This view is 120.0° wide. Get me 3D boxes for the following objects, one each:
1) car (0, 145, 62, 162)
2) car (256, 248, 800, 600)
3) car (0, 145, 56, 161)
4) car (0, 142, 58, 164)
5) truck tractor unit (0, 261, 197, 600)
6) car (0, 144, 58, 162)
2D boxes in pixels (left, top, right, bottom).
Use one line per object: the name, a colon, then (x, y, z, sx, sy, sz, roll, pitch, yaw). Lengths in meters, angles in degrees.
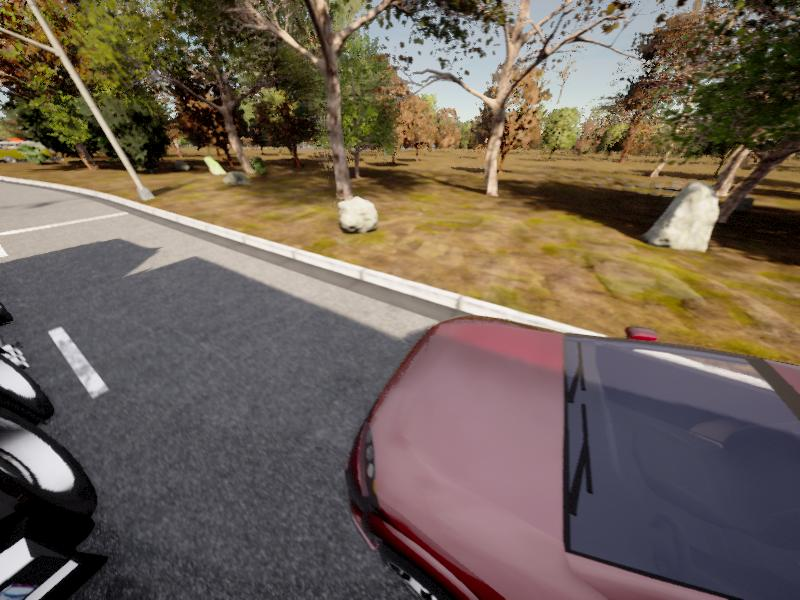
car: (-48.761, -18.963, 29.804, 1.946, 1.575, 5.366, 9, 36, 14)
car: (1.725, 1.123, 1.180, 4.181, 1.385, 1.994, 18, 39, 24)
car: (-51.243, -19.763, 30.958, 1.946, 1.575, 5.366, 10, 36, 14)
car: (-44.049, -17.006, 26.577, 1.878, 1.987, 4.442, 9, 35, 13)
truck tractor unit: (-5.114, -0.296, 0.787, 6.516, 4.208, 3.053, 18, 39, 24)
car: (-46.433, -17.953, 28.124, 2.185, 1.767, 4.553, 9, 35, 13)
